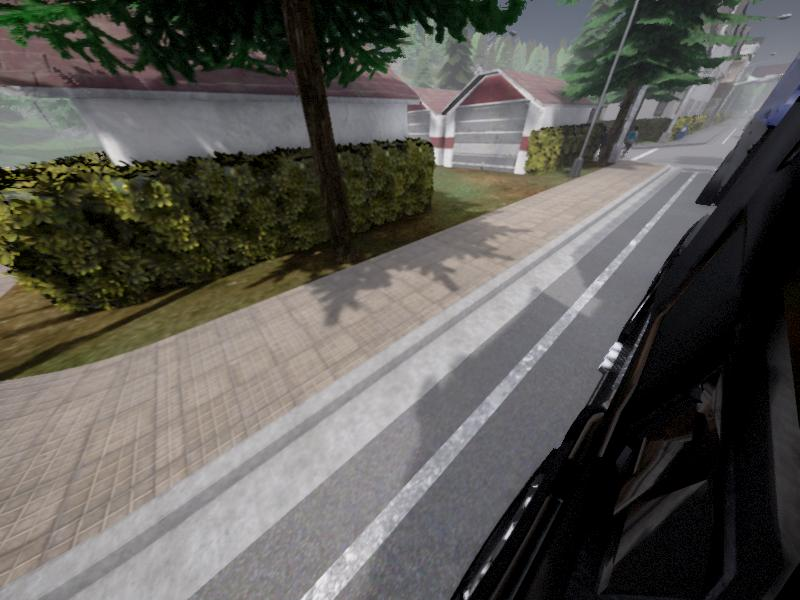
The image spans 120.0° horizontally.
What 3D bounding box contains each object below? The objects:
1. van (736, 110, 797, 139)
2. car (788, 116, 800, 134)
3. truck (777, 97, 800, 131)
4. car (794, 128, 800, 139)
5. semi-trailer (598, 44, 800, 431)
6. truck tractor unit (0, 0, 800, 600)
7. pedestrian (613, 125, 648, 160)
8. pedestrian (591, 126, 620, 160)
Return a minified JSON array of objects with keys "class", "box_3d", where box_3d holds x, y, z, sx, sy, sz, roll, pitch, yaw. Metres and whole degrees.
[{"class":"van","box_3d":[35.221,-16.977,22.396,4.480,2.038,2.069,-32,46,-33]},{"class":"car","box_3d":[44.926,-19.205,25.185,4.974,1.542,2.038,-28,44,-30]},{"class":"truck","box_3d":[52.103,-24.002,29.229,8.468,3.827,2.891,-28,44,-30]},{"class":"car","box_3d":[38.092,-15.526,20.628,5.027,1.651,2.152,-29,44,-30]},{"class":"semi-trailer","box_3d":[8.695,-3.606,4.234,14.254,4.402,2.717,-28,44,-30]},{"class":"truck tractor unit","box_3d":[2.645,-0.295,0.351,6.516,4.208,3.053,-28,44,-30]},{"class":"pedestrian","box_3d":[15.471,-10.621,15.576,0.751,1.860,0.751,-17,39,-19]},{"class":"pedestrian","box_3d":[14.138,-10.809,15.917,0.751,1.860,0.751,-31,45,-32]}]
